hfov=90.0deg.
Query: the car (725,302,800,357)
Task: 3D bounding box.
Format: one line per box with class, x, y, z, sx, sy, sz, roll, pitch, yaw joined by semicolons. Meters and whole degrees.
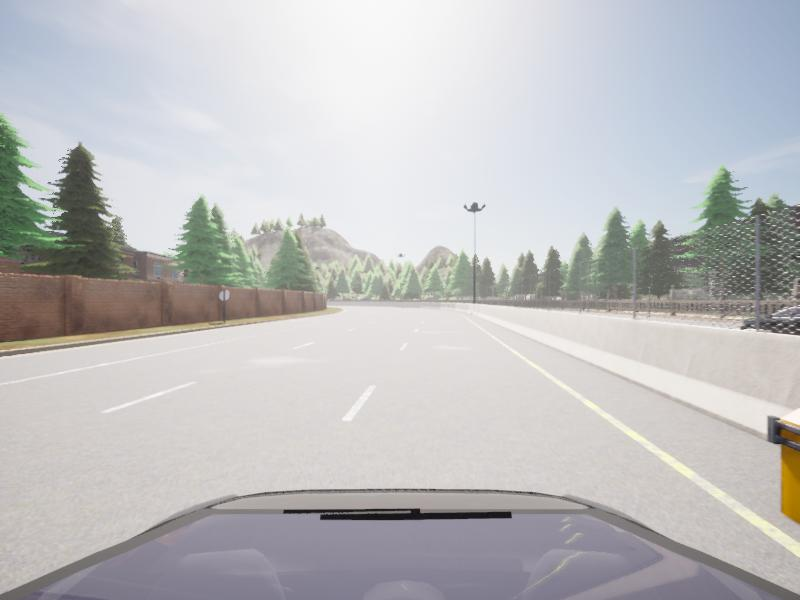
car;12.237;0.834;11.514;2.128;1.511;4.902;0;0;6
